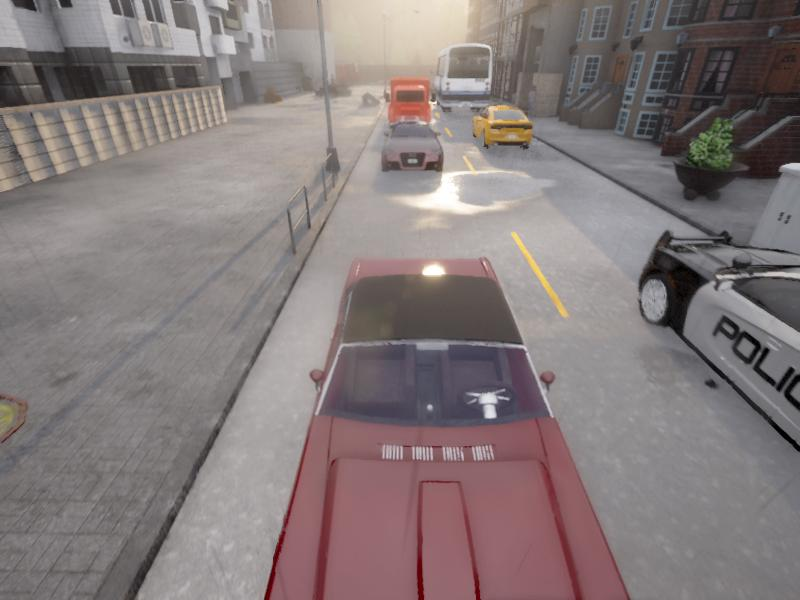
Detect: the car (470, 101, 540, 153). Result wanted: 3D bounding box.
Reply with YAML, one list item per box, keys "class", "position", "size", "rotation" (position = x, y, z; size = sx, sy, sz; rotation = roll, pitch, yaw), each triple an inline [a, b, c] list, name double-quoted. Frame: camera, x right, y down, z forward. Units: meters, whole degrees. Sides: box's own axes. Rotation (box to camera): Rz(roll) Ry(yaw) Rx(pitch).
- class: "car"
  position: [4.471, -7.841, 17.876]
  size: [1.882, 1.535, 5.008]
  rotation: [0, 30, 1]

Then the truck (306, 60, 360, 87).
- class: "truck"
  position: [-11.269, -38.606, 68.186]
  size: [8.468, 3.827, 2.891]
  rotation: [0, 30, 1]

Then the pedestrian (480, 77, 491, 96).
- class: "pedestrian"
  position: [9.452, -23.681, 44.375]
  size: [0.751, 1.860, 0.751]
  rotation: [-6, 31, -10]

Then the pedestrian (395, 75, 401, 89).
- class: "pedestrian"
  position: [-0.291, -32.564, 59.761]
  size: [0.751, 1.860, 0.751]
  rotation: [-4, 31, -6]

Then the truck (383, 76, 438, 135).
- class: "truck"
  position: [0.539, -10.818, 22.028]
  size: [2.627, 2.467, 5.204]
  rotation: [0, 31, 1]

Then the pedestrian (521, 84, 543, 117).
- class: "pedestrian"
  position: [8.605, -12.994, 26.108]
  size: [0.751, 1.860, 0.751]
  rotation: [-10, 32, -17]

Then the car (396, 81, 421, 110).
- class: "car"
  position: [0.700, -17.042, 33.248]
  size: [1.905, 1.878, 3.866]
  rotation: [0, 31, 1]

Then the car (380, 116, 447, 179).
- class: "car"
  position: [0.417, -5.444, 13.946]
  size: [1.994, 1.385, 4.181]
  rotation: [0, 30, 1]

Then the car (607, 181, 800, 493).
- class: "car"
  position: [4.259, 0.364, 3.751]
  size: [1.930, 1.638, 5.238]
  rotation: [0, 30, 1]

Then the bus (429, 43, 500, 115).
- class: "bus"
  position: [4.559, -17.349, 31.432]
  size: [3.944, 4.253, 10.273]
  rotation: [0, 30, 1]

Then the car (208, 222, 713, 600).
- class: "car"
  position: [0.249, 0.762, 3.412]
  size: [1.895, 1.301, 4.718]
  rotation: [0, 30, 1]
